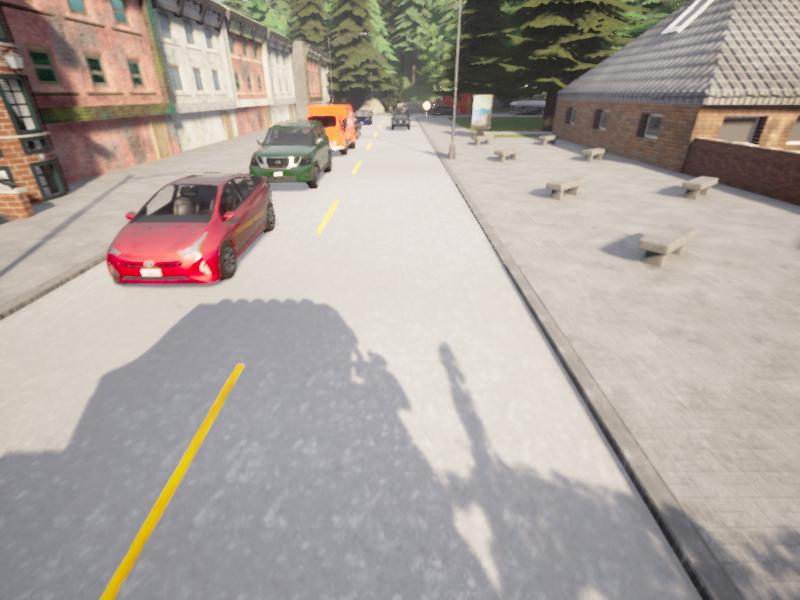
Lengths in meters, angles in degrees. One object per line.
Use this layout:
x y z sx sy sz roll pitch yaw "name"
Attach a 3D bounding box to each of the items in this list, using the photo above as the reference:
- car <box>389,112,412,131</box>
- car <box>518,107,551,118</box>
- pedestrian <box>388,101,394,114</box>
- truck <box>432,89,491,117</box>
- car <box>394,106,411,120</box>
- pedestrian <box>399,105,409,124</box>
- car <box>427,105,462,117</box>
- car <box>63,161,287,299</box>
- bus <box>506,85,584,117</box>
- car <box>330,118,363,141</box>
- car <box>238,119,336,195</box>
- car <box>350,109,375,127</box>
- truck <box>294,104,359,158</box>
0.066 -17.014 38.004 2.033 1.411 5.357 0 27 0 "car"
20.274 -28.347 60.353 4.181 1.385 1.994 0 27 0 "car"
-1.481 -30.959 64.219 0.751 1.860 0.751 -10 29 -18 "pedestrian"
9.597 -31.243 63.338 8.468 3.827 2.891 -3 27 -5 "truck"
0.402 -25.267 53.872 1.837 1.490 4.892 2 27 4 "car"
0.432 -20.255 43.716 0.751 1.860 0.751 -20 33 -33 "pedestrian"
6.612 -28.454 60.122 4.892 1.490 1.837 -8 27 -12 "car"
-3.998 -1.730 8.287 2.007 1.525 4.514 0 27 0 "car"
22.637 -31.410 63.147 10.273 4.253 3.944 0 27 0 "bus"
-3.950 -12.959 30.276 1.895 1.301 4.718 0 27 0 "car"
-4.004 -5.724 15.451 2.150 2.045 5.566 0 27 0 "car"
-3.926 -19.335 42.417 2.163 1.488 4.792 0 27 0 "car"
-3.979 -9.822 22.922 2.627 2.467 5.204 0 27 0 "truck"
